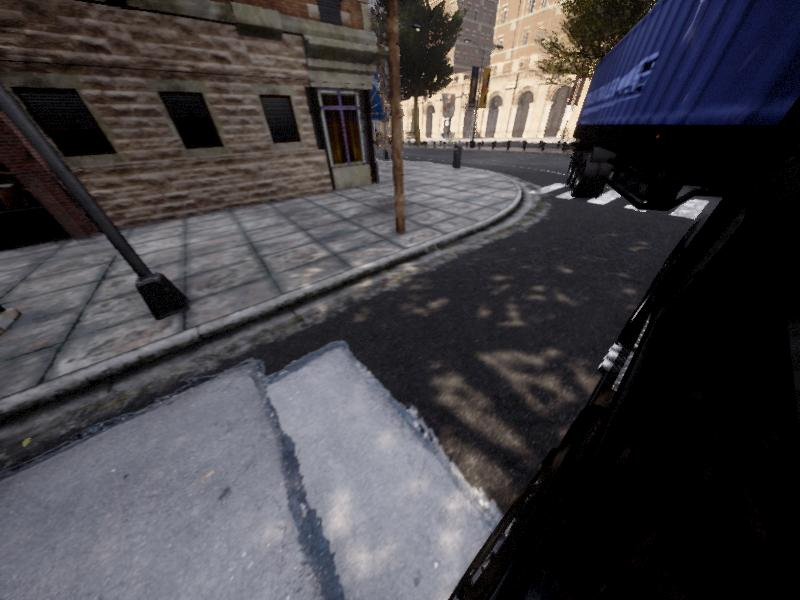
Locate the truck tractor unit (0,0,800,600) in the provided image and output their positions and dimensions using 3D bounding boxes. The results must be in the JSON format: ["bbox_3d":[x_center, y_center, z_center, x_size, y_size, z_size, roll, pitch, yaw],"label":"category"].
[{"bbox_3d":[2.645,-0.295,0.351,6.516,4.208,3.053,-28,44,-30],"label":"truck tractor unit"}]

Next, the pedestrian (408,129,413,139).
[{"bbox_3d":[2.528,-39.080,54.516,0.751,1.860,0.751,-30,44,-32],"label":"pedestrian"}]

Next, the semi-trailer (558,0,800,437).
[{"bbox_3d":[6.669,-4.467,5.550,2.717,4.402,14.254,14,40,21],"label":"semi-trailer"}]

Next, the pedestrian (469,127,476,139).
[{"bbox_3d":[14.190,-32.894,45.386,0.751,1.860,0.751,-26,42,-28],"label":"pedestrian"}]
